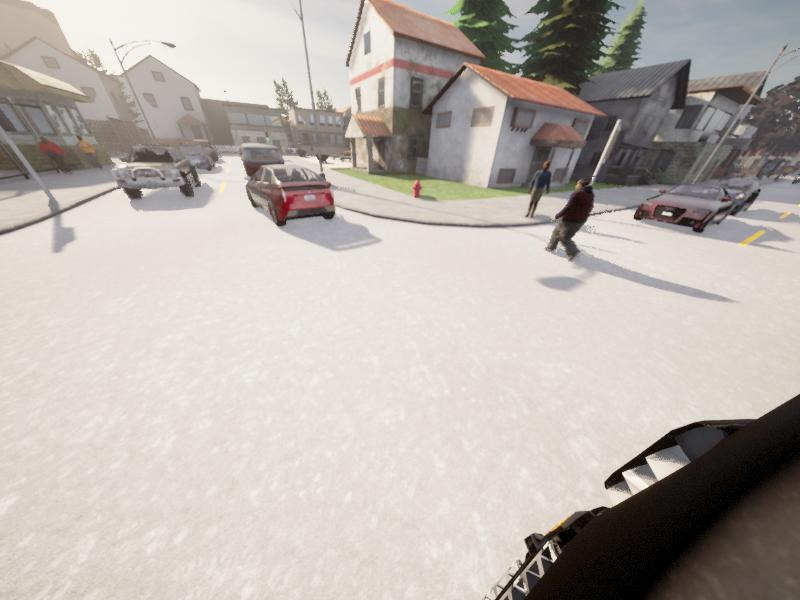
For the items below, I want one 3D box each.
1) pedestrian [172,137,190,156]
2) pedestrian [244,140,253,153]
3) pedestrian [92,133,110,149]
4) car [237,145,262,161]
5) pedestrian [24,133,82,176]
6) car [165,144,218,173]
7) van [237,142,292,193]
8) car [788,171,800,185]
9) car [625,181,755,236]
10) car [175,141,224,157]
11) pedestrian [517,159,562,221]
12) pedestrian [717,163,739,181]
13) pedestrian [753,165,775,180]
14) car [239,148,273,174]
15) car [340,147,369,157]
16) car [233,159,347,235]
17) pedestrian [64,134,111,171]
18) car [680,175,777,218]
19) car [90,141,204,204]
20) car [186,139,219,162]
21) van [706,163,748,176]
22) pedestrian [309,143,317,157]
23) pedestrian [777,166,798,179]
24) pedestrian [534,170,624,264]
[{"bbox_3d":[-25.812,-18.094,27.300,0.751,1.860,0.751,-11,36,-19],"label":"pedestrian"},{"bbox_3d":[-26.710,-27.161,40.833,0.751,1.860,0.751,-24,42,-34],"label":"pedestrian"},{"bbox_3d":[-44.120,-23.496,34.098,0.751,1.860,0.751,-15,37,-24],"label":"pedestrian"},{"bbox_3d":[-18.441,-17.991,28.240,2.163,1.488,4.792,-16,38,-26],"label":"car"},{"bbox_3d":[-18.250,-7.689,12.230,0.751,1.860,0.751,-14,37,-23],"label":"pedestrian"},{"bbox_3d":[-15.729,-10.942,17.731,2.033,1.649,4.856,-16,37,-25],"label":"car"},{"bbox_3d":[-7.435,-7.298,12.530,1.775,1.987,4.442,-17,38,-26],"label":"van"},{"bbox_3d":[53.284,-15.932,30.136,3.988,1.617,1.851,-16,38,-26],"label":"car"},{"bbox_3d":[11.406,-3.767,9.131,4.181,1.385,1.994,-16,38,-26],"label":"car"},{"bbox_3d":[-26.873,-20.238,30.985,4.902,1.511,2.128,11,34,12],"label":"car"},{"bbox_3d":[4.892,-3.880,8.164,0.751,1.860,0.751,20,37,24],"label":"pedestrian"},{"bbox_3d":[40.028,-15.572,28.195,0.751,1.860,0.751,-19,40,-30],"label":"pedestrian"},{"bbox_3d":[52.456,-18.393,33.310,0.751,1.860,0.751,-8,35,-15],"label":"pedestrian"},{"bbox_3d":[-11.767,-11.345,18.753,1.816,1.474,4.193,-16,38,-26],"label":"car"},{"bbox_3d":[-9.080,-29.616,46.253,5.366,1.575,1.801,-17,38,-27],"label":"car"},{"bbox_3d":[-3.875,-3.755,7.884,2.007,1.525,4.514,-23,41,-33],"label":"car"},{"bbox_3d":[-19.247,-9.115,14.297,0.751,1.860,0.751,-10,36,-18],"label":"pedestrian"},{"bbox_3d":[16.555,-5.320,11.680,3.633,1.501,1.845,-16,38,-26],"label":"car"},{"bbox_3d":[-10.325,-5.679,9.990,1.932,1.855,4.605,-16,38,-26],"label":"car"},{"bbox_3d":[-20.688,-15.791,24.413,1.905,1.878,3.866,-17,38,-27],"label":"car"},{"bbox_3d":[68.410,-27.371,48.422,1.775,1.987,4.442,-16,38,-26],"label":"van"},{"bbox_3d":[-14.083,-24.163,37.219,0.751,1.860,0.751,-18,39,-28],"label":"pedestrian"},{"bbox_3d":[63.400,-20.874,37.793,0.751,1.860,0.751,-7,35,-14],"label":"pedestrian"},{"bbox_3d":[3.996,-1.890,5.301,0.751,1.860,0.751,-16,38,-26],"label":"pedestrian"}]
